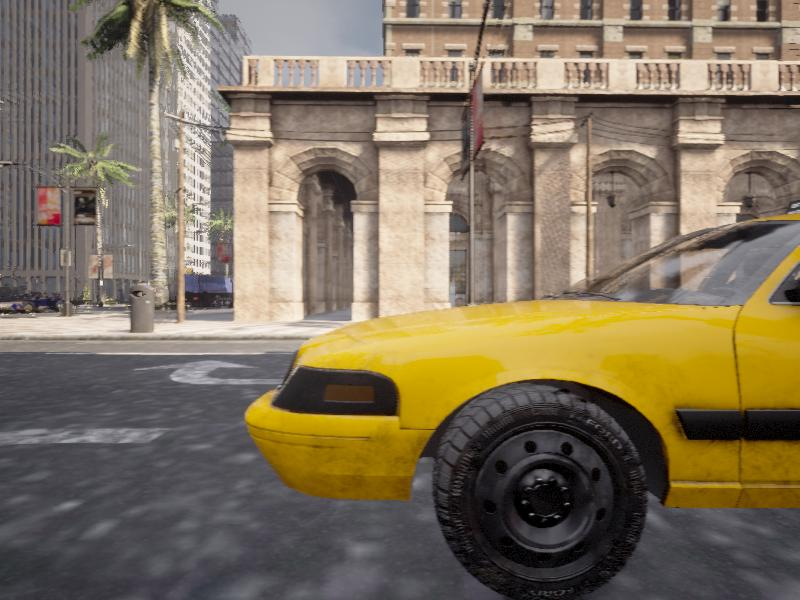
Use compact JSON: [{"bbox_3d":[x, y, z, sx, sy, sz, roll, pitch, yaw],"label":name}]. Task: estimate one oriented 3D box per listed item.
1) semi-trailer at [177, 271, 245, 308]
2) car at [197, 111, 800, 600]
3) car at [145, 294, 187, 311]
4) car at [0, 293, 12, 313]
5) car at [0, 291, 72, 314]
[{"bbox_3d":[-25.346,-1.227,54.874,2.717,4.402,14.254,0,0,-1],"label":"semi-trailer"},{"bbox_3d":[2.046,0.202,2.166,5.366,1.575,1.801,0,0,0],"label":"car"},{"bbox_3d":[-21.738,0.222,37.377,1.845,1.501,3.633,0,0,0],"label":"car"},{"bbox_3d":[-32.203,0.218,29.636,2.038,1.542,4.974,0,0,0],"label":"car"},{"bbox_3d":[-28.712,0.171,31.401,2.033,1.649,4.856,0,0,0],"label":"car"}]
